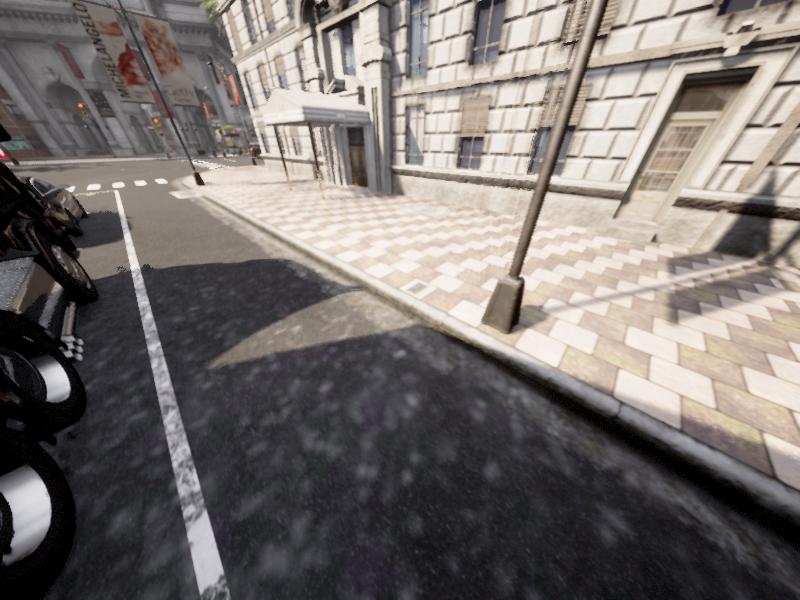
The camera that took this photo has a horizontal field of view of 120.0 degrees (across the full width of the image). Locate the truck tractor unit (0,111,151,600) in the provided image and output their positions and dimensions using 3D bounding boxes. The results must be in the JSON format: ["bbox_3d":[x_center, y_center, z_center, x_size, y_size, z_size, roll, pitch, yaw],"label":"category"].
[{"bbox_3d":[-4.836,-0.506,1.099,6.516,4.208,3.053,29,44,35],"label":"truck tractor unit"}]

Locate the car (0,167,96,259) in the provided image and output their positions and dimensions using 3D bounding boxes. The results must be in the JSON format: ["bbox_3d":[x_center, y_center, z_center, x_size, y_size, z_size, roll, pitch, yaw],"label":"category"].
[{"bbox_3d":[-10.896,-2.697,6.616,4.902,1.511,2.128,28,44,34],"label":"car"}]

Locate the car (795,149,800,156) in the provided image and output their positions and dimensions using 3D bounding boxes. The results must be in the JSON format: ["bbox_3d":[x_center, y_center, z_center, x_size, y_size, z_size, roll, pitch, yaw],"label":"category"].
[{"bbox_3d":[62.741,-21.772,33.479,5.238,1.638,1.930,29,44,35],"label":"car"}]
